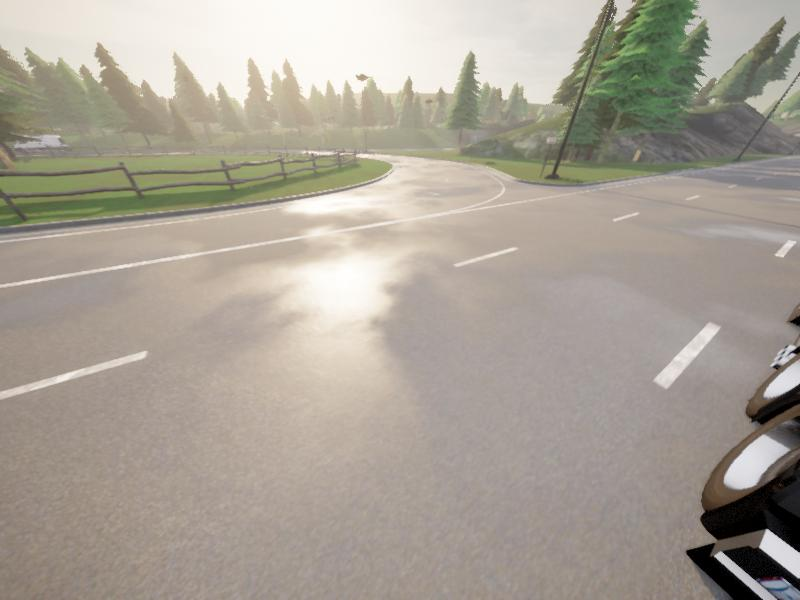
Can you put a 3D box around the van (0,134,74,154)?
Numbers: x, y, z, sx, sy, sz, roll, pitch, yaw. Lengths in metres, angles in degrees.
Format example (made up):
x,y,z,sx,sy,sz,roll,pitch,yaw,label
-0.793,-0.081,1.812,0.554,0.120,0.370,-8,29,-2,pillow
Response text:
x,y,z,sx,sy,sz,roll,pitch,yaw,label
-59.600,-25.728,38.152,5.915,2.561,1.988,-18,39,-24,van

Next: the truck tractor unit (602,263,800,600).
x,y,z,sx,sy,sz,roll,pitch,yaw,label
5.118,-0.291,0.789,6.516,4.208,3.053,-18,39,-24,truck tractor unit
